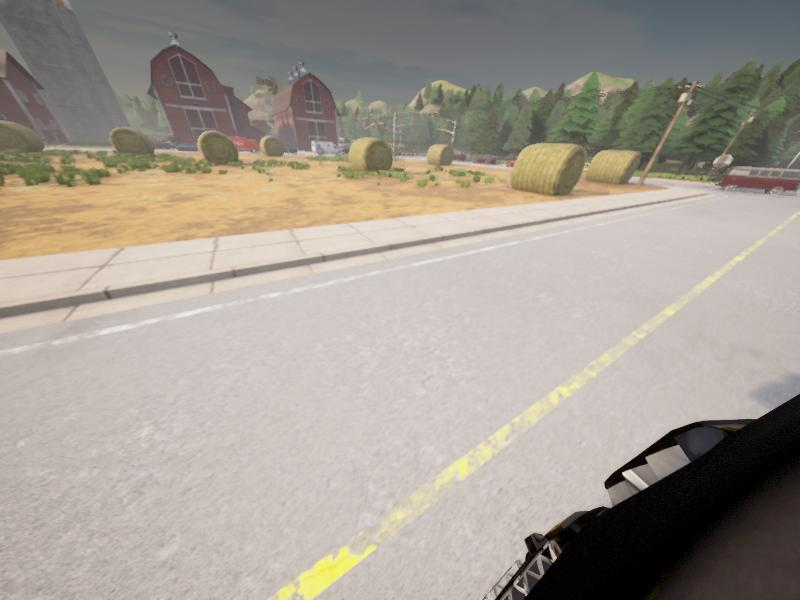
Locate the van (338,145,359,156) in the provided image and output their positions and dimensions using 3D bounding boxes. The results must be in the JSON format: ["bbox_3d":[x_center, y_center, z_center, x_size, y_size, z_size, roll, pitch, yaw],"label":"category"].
[{"bbox_3d":[-12.288,-35.677,55.020,4.442,1.987,1.775,-19,39,-29],"label":"van"}]

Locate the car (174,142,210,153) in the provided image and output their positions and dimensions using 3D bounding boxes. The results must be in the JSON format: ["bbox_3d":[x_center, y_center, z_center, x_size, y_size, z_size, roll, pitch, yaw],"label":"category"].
[{"bbox_3d":[-34.622,-25.539,38.641,4.181,1.385,1.994,-19,40,-28],"label":"car"}]

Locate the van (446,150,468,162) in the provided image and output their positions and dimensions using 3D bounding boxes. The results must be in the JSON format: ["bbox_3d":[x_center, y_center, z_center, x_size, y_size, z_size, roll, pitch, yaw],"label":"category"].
[{"bbox_3d":[12.172,-30.985,49.809,1.775,1.987,4.442,-18,39,-28],"label":"van"}]

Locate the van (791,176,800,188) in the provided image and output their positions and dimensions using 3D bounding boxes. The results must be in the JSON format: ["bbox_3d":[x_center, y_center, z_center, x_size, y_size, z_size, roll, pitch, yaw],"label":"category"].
[{"bbox_3d":[51.474,-15.163,28.795,4.442,1.987,1.775,-16,38,-26],"label":"van"}]

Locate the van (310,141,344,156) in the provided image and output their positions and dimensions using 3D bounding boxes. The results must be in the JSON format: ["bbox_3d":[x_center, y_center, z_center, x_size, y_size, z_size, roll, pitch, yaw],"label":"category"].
[{"bbox_3d":[-15.528,-32.423,49.490,6.366,2.431,2.351,-19,39,-29],"label":"van"}]

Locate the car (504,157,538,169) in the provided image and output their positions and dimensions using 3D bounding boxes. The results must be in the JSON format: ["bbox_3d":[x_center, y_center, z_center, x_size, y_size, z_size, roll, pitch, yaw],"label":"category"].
[{"bbox_3d":[20.472,-23.398,39.402,2.007,1.525,4.514,-18,39,-28],"label":"car"}]

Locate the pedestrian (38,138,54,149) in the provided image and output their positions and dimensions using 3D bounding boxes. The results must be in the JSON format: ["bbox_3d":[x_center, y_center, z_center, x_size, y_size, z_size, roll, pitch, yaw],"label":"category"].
[{"bbox_3d":[-43.509,-19.220,28.424,0.500,1.100,0.500,-16,38,-26],"label":"pedestrian"}]

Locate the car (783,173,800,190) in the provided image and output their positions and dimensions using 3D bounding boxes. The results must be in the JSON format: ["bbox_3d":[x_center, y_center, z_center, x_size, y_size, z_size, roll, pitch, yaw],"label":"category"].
[{"bbox_3d":[45.398,-13.240,25.841,3.705,1.549,1.789,-16,38,-26],"label":"car"}]

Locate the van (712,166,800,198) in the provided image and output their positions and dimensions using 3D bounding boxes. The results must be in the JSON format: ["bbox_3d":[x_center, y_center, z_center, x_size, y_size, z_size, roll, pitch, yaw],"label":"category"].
[{"bbox_3d":[32.046,-10.629,20.574,4.442,1.987,1.775,29,42,34],"label":"van"}]

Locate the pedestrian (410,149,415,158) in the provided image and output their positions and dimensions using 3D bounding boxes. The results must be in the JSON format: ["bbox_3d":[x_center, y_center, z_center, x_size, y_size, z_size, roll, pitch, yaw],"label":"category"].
[{"bbox_3d":[3.021,-34.910,55.115,0.751,1.860,0.751,-17,38,-27],"label":"pedestrian"}]

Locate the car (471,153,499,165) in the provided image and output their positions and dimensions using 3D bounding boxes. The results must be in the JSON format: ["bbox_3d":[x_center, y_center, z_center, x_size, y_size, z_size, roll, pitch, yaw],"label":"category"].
[{"bbox_3d":[16.352,-27.181,44.558,2.097,1.767,4.553,-18,39,-28],"label":"car"}]

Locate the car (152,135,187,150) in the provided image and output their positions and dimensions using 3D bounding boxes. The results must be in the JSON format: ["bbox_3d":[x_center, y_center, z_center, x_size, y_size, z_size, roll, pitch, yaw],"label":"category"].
[{"bbox_3d":[-41.735,-28.577,41.971,1.905,1.878,3.866,14,37,7],"label":"car"}]

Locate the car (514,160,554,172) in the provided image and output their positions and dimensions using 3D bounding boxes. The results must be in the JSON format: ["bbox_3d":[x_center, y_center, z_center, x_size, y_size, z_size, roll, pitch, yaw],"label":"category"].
[{"bbox_3d":[20.004,-20.148,34.681,1.895,1.301,4.718,-18,39,-28],"label":"car"}]

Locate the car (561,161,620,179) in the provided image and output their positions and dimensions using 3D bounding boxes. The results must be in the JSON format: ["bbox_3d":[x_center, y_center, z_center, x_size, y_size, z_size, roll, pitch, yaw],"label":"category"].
[{"bbox_3d":[24.036,-16.682,29.498,1.801,1.575,5.366,-18,39,-28],"label":"car"}]

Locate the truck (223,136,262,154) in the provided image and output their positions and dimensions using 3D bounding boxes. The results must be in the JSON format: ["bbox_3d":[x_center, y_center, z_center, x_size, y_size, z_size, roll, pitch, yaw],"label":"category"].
[{"bbox_3d":[-28.495,-28.054,41.916,5.204,2.467,2.627,-19,39,-29],"label":"truck"}]

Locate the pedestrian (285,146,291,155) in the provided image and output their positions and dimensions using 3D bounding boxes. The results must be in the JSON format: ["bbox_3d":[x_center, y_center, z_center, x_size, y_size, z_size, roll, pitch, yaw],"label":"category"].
[{"bbox_3d":[-19.805,-26.414,40.823,0.751,1.300,0.751,-10,36,-19],"label":"pedestrian"}]

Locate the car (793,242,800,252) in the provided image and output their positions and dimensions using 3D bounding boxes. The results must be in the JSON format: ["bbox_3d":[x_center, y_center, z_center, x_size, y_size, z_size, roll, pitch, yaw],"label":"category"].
[{"bbox_3d":[15.100,-2.342,7.133,5.027,1.651,2.152,-16,38,-26],"label":"car"}]

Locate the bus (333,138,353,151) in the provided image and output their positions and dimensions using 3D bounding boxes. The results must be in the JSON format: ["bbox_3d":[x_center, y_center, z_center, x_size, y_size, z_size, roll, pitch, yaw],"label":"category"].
[{"bbox_3d":[-23.172,-63.314,93.863,3.944,4.253,10.273,-18,39,-28],"label":"bus"}]

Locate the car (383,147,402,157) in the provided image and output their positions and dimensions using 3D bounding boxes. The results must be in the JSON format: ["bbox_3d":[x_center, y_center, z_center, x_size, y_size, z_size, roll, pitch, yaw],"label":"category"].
[{"bbox_3d":[-1.948,-39.124,61.086,4.605,1.855,1.932,-19,39,-29],"label":"car"}]

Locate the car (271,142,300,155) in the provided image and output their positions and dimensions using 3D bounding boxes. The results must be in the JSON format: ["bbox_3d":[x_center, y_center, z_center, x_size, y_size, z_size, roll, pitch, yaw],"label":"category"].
[{"bbox_3d":[-22.514,-29.837,45.579,4.605,1.855,1.932,-19,39,-29],"label":"car"}]
